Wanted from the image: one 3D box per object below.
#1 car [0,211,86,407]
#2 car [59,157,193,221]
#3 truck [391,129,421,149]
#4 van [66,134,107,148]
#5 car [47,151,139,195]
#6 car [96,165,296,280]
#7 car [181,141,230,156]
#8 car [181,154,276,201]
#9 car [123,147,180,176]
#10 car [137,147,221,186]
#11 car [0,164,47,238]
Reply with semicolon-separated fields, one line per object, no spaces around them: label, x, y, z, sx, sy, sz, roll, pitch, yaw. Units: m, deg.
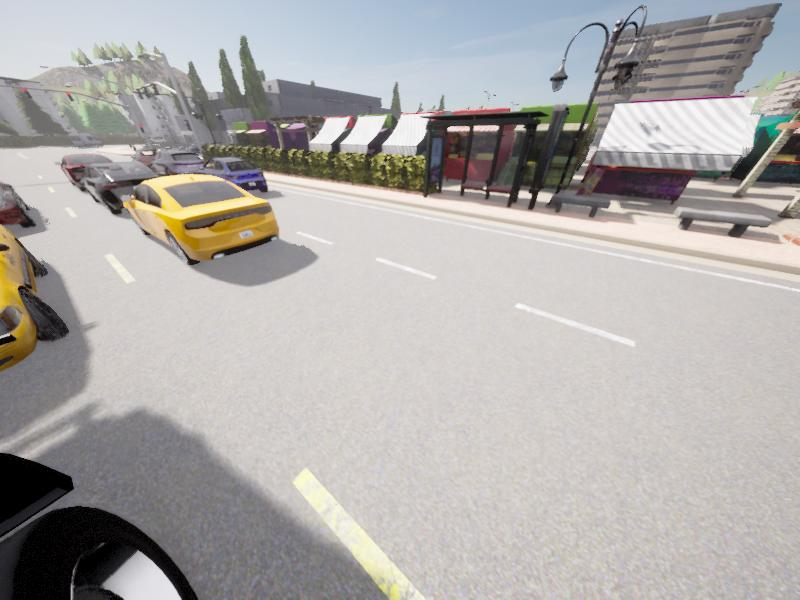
car;-6.431;-0.311;2.938;5.366;1.575;1.801;22;41;28
car;-10.614;-4.505;8.936;4.792;1.488;2.163;23;41;28
truck;1.684;-39.956;57.278;2.891;3.827;8.468;23;41;29
van;-70.479;-35.921;52.102;1.988;2.561;5.915;-10;36;-14
car;-16.179;-6.836;12.152;5.008;1.535;1.882;23;41;28
car;-5.135;-2.269;5.756;5.008;1.535;1.882;22;41;28
car;-28.821;-22.659;34.431;2.152;1.651;5.027;25;42;31
car;-8.185;-5.964;11.029;4.193;1.474;1.816;23;41;28
car;-18.333;-10.280;17.029;3.633;1.501;1.845;25;42;31
car;-13.496;-8.236;14.081;4.856;1.649;2.033;23;41;28
car;-12.865;-2.951;6.715;4.792;1.488;2.163;23;41;28
